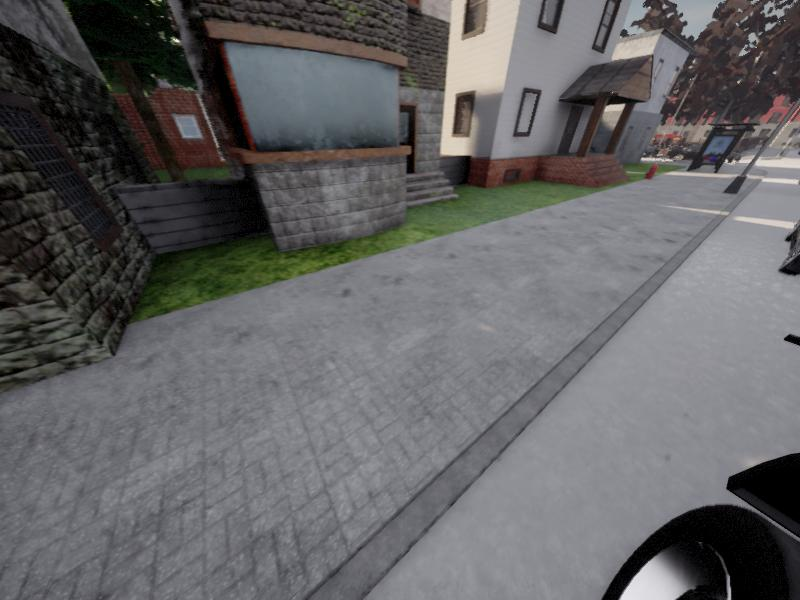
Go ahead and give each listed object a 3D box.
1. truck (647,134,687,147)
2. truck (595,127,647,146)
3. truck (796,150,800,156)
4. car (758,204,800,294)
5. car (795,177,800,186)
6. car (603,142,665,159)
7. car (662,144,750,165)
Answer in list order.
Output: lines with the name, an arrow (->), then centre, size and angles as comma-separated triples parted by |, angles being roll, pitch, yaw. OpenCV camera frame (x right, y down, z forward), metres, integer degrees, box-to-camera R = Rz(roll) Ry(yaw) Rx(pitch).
truck -> 61.983, -37.232, 53.820 | 2.627, 2.467, 5.204 | -23, 41, -28
truck -> 56.723, -42.089, 59.575 | 2.891, 3.827, 8.468 | -22, 41, -28
truck -> 52.298, -19.261, 28.487 | 5.204, 2.467, 2.627 | -22, 41, -28
car -> 9.246, -1.252, 4.271 | 4.902, 1.511, 2.128 | -22, 41, -28
car -> 23.149, -7.021, 11.977 | 4.605, 1.855, 1.932 | -21, 40, -27
car -> 28.688, -18.527, 28.520 | 2.128, 1.511, 4.902 | -22, 41, -28
car -> 29.314, -14.159, 22.346 | 1.837, 1.490, 4.892 | -24, 42, -30
